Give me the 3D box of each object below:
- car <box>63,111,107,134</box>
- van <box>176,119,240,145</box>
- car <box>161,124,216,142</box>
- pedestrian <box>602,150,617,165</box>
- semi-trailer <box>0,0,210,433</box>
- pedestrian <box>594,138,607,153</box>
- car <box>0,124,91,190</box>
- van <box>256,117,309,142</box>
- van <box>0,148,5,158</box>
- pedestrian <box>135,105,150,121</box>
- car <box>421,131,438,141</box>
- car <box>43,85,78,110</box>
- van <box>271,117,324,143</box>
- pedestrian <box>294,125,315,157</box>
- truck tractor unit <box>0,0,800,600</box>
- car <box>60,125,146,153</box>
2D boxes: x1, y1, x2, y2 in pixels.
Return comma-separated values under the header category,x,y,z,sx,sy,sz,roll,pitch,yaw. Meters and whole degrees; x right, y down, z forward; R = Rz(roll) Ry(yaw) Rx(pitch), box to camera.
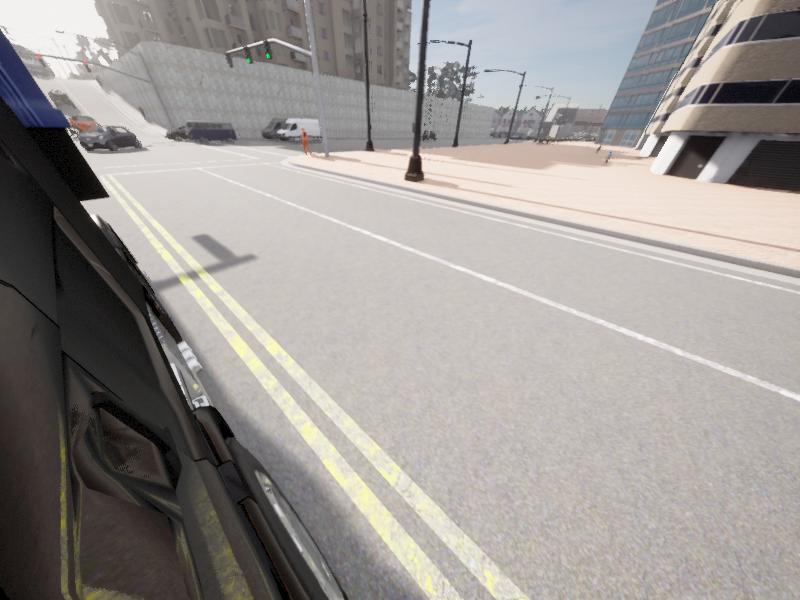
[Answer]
category,x,y,z,sx,sy,sz,roll,pitch,yaw
car,-37.969,-21.378,27.875,4.553,1.767,2.097,30,45,26
van,-19.893,-17.561,24.224,1.775,1.987,4.442,24,42,26
car,-23.658,-18.727,25.987,4.193,1.474,1.816,-28,46,-34
pedestrian,19.755,-13.433,21.799,0.500,1.100,0.500,-3,37,-7
semi-trailer,-9.251,-3.149,3.607,14.254,4.402,2.717,21,40,23
pedestrian,30.195,-23.231,34.808,0.751,1.860,0.751,23,41,25
car,-14.637,-5.876,9.258,4.856,1.649,2.033,31,44,31
van,-16.247,-23.806,32.288,1.988,2.561,5.915,28,44,30
van,-25.196,-7.976,10.788,2.351,2.431,6.366,28,44,30
pedestrian,-40.516,-29.425,36.357,0.751,1.860,0.751,30,45,31
car,6.372,-35.503,49.980,1.789,1.549,3.705,28,44,30
car,-51.769,-30.864,35.217,4.605,1.855,1.932,38,48,22
van,-13.388,-22.503,30.718,1.988,2.561,5.915,28,44,30
pedestrian,-6.809,-11.411,16.599,0.751,1.860,0.751,25,42,27
truck tractor unit,-2.645,-0.295,0.352,6.516,4.208,3.053,28,44,30
car,-21.267,-11.790,16.841,1.845,1.501,3.633,-5,38,-10
